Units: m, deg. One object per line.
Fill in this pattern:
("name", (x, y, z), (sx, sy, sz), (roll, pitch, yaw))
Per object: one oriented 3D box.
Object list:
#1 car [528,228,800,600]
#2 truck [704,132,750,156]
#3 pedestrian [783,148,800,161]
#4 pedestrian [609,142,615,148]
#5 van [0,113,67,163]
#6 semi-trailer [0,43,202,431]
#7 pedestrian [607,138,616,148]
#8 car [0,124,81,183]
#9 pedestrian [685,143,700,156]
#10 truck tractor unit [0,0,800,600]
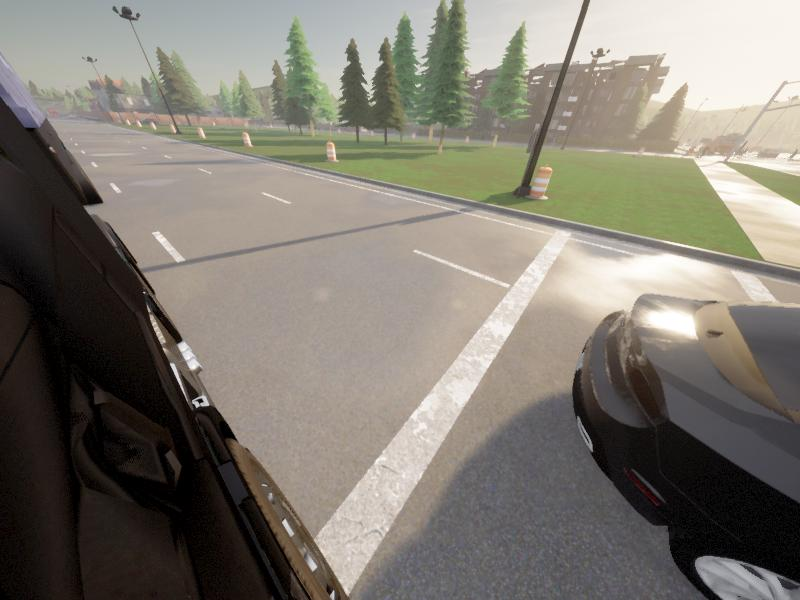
("car", (3.524, 1.373, 0.778), (4.892, 1.490, 1.837), (29, 44, 29))
("truck", (70.145, -33.673, 49.859), (2.891, 3.827, 8.468), (28, 44, 30))
("pedestrian", (67.091, -24.823, 39.441), (0.751, 1.860, 0.751), (28, 44, 30))
("pedestrian", (47.747, -34.914, 52.085), (0.500, 1.100, 0.500), (28, 44, 30))
("van", (-20.774, -9.079, 12.808), (4.442, 1.987, 1.775), (28, 44, 30))
("semi-trailer", (-8.690, -3.612, 4.232), (14.254, 4.402, 2.717), (28, 44, 30))
("pedestrian", (47.173, -34.998, 51.527), (0.751, 1.860, 0.751), (30, 44, 31))
("car", (-16.031, -6.390, 9.828), (5.027, 1.651, 2.152), (28, 44, 30))
("pedestrian", (50.990, -26.168, 40.223), (0.751, 1.860, 0.751), (29, 44, 31))
("truck tractor unit", (-2.645, -0.295, 0.351), (6.516, 4.208, 3.053), (28, 44, 30))
